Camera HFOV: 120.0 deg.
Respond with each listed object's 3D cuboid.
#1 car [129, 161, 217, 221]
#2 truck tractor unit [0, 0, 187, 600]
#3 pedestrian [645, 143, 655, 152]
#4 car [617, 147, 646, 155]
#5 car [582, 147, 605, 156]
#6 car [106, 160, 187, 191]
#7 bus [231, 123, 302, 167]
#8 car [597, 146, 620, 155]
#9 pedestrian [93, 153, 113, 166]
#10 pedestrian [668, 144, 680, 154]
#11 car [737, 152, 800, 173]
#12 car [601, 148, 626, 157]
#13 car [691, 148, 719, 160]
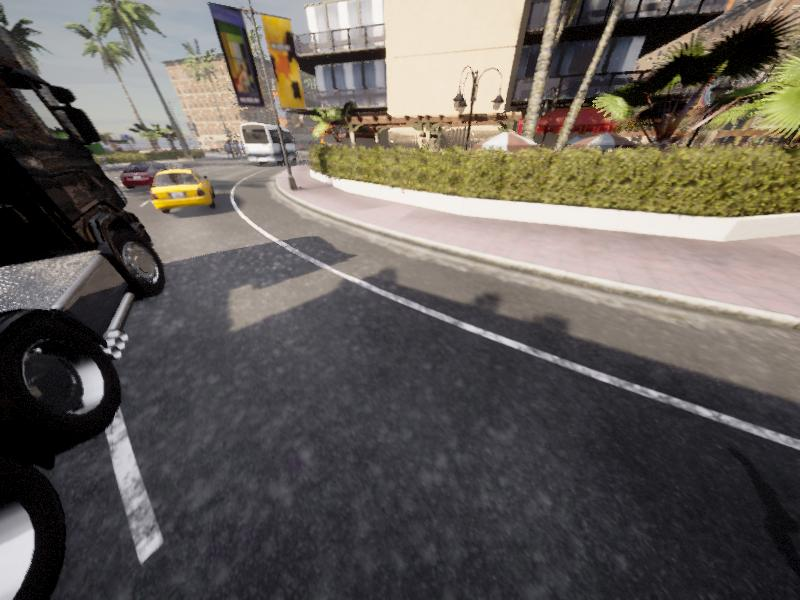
[{"bbox_3d":[-9.570,-5.056,10.228,1.801,1.575,5.366,-21,39,-27],"label":"car"},{"bbox_3d":[-4.555,-0.634,1.321,3.053,4.208,6.516,-23,40,-26],"label":"truck tractor unit"},{"bbox_3d":[62.819,-38.218,58.048,0.751,1.860,0.751,7,35,10],"label":"pedestrian"},{"bbox_3d":[51.133,-33.057,51.236,2.033,1.411,5.357,7,35,10],"label":"car"},{"bbox_3d":[44.379,-34.275,53.123,2.152,1.651,5.027,9,35,13],"label":"car"},{"bbox_3d":[-16.477,-8.399,15.365,1.994,1.385,4.181,-13,36,-17],"label":"car"},{"bbox_3d":[-17.225,-21.007,31.343,3.944,4.253,10.273,-3,34,-3],"label":"bus"},{"bbox_3d":[48.117,-34.605,53.333,2.033,1.649,4.856,9,35,13],"label":"car"},{"bbox_3d":[-35.806,-17.013,27.873,0.751,1.300,0.751,-2,34,-2],"label":"pedestrian"},{"bbox_3d":[61.307,-33.837,51.615,0.751,1.860,0.751,9,35,13],"label":"pedestrian"},{"bbox_3d":[37.372,-13.592,22.704,2.033,1.411,5.357,9,35,13],"label":"car"},{"bbox_3d":[41.598,-28.890,45.189,1.994,1.385,4.181,9,35,13],"label":"car"},{"bbox_3d":[48.378,-23.185,36.672,4.792,1.488,2.163,-26,42,-33],"label":"car"}]
